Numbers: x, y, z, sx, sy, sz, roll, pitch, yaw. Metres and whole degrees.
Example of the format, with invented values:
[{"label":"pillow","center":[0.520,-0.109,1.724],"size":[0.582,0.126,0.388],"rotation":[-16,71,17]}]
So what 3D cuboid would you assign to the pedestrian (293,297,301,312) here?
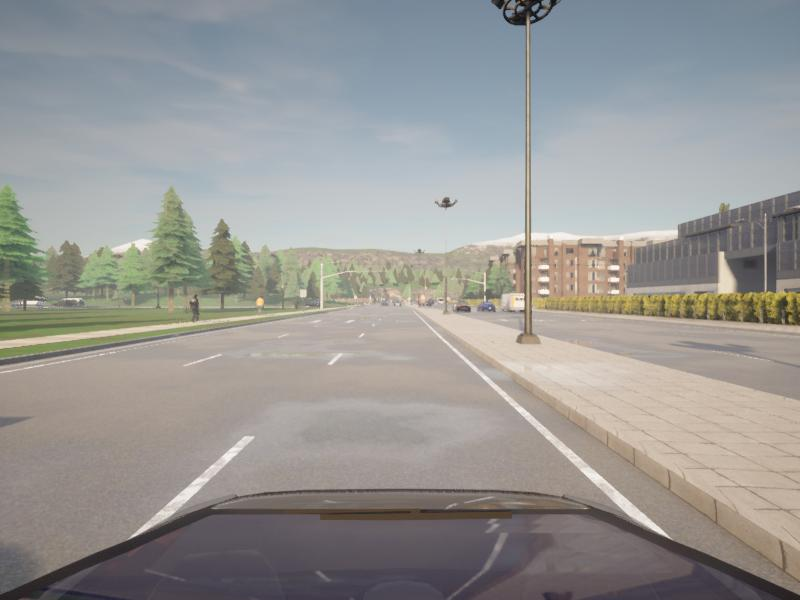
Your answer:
[{"label":"pedestrian","center":[-12.436,0.527,48.189],"size":[0.751,1.860,0.751],"rotation":[0,0,2]}]

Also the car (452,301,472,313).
[{"label":"car","center":[8.250,0.874,53.841],"size":[2.038,1.542,4.974],"rotation":[0,0,1]}]

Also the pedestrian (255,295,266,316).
[{"label":"pedestrian","center":[-12.602,0.517,36.216],"size":[0.751,1.860,0.751],"rotation":[0,0,2]}]

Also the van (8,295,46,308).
[{"label":"van","center":[-75.051,0.371,80.607],"size":[5.915,2.561,1.988],"rotation":[0,0,1]}]

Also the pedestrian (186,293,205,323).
[{"label":"pedestrian","center":[-12.777,0.507,24.997],"size":[0.751,1.860,0.751],"rotation":[0,0,1]}]

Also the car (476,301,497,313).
[{"label":"car","center":[11.755,0.918,54.568],"size":[1.812,1.442,4.674],"rotation":[0,0,0]}]

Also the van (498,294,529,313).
[{"label":"van","center":[15.255,0.426,54.118],"size":[2.351,2.431,6.366],"rotation":[0,0,0]}]
